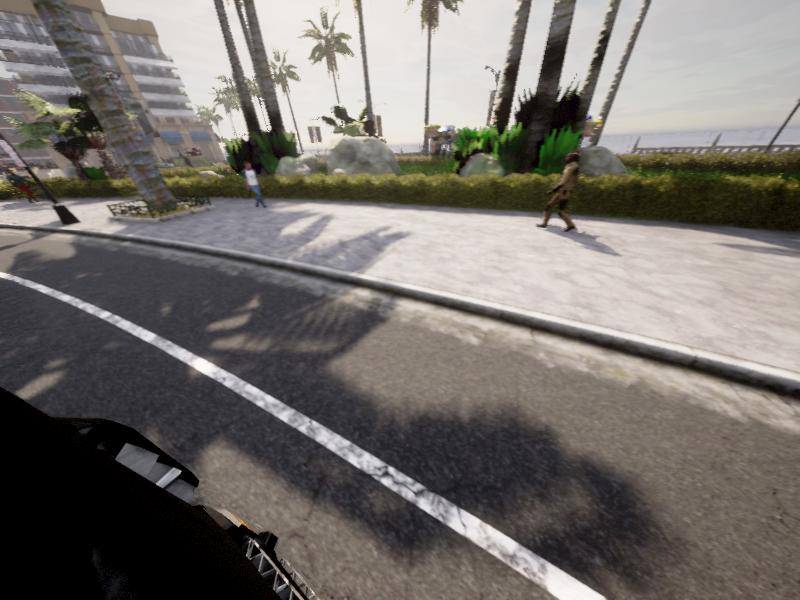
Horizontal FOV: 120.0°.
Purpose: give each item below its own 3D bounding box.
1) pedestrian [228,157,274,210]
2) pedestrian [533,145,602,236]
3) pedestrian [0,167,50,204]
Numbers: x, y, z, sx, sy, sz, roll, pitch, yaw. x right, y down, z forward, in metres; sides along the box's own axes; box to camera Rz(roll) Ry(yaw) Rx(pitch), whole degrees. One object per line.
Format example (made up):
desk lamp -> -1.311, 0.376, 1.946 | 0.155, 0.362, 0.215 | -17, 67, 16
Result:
pedestrian -> -6.112, -4.805, 9.604 | 0.751, 1.860, 0.751 | 13, 37, 22
pedestrian -> 4.009, -2.635, 5.623 | 0.751, 1.860, 0.751 | 22, 41, 32
pedestrian -> -22.138, -6.667, 13.540 | 0.751, 1.860, 0.751 | 5, 34, 11
